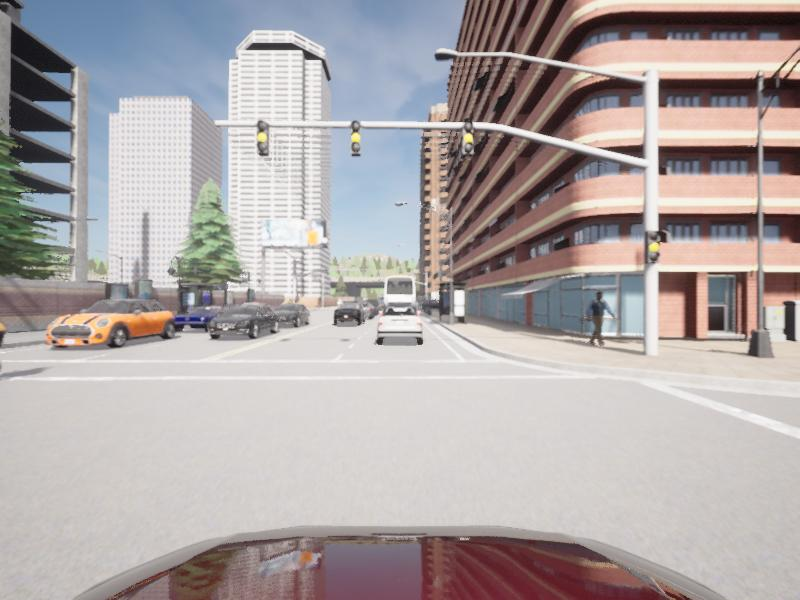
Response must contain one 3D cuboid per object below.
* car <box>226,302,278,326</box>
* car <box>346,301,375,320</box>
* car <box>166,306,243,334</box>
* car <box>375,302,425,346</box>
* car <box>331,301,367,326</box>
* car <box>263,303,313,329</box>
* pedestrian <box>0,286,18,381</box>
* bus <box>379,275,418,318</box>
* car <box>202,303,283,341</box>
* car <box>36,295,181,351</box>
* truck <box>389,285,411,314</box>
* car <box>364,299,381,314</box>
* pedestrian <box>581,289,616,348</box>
[{"bbox_3d":[-10.509,0.922,28.902,1.882,1.535,5.008,0,0,0],"label":"car"},{"bbox_3d":[-3.514,0.903,36.840,2.242,1.667,4.611,0,0,0],"label":"car"},{"bbox_3d":[-10.508,1.019,21.971,1.895,1.301,4.718,0,0,0],"label":"car"},{"bbox_3d":[-0.002,0.874,16.597,1.851,1.617,3.988,0,0,0],"label":"car"},{"bbox_3d":[-3.522,0.890,28.705,1.930,1.638,5.238,0,0,0],"label":"car"},{"bbox_3d":[-7.009,0.943,25.671,1.837,1.490,4.892,0,0,0],"label":"car"},{"bbox_3d":[-8.241,0.656,7.880,0.751,1.860,0.751,0,0,-12],"label":"pedestrian"},{"bbox_3d":[-0.134,-0.345,45.659,3.944,4.253,10.273,0,0,0],"label":"bus"},{"bbox_3d":[-7.004,0.917,18.462,1.837,1.490,4.892,0,0,0],"label":"car"},{"bbox_3d":[-10.504,0.745,14.969,2.097,1.767,4.553,0,0,0],"label":"car"},{"bbox_3d":[0.097,-0.085,58.182,2.891,3.827,8.468,0,0,1],"label":"truck"},{"bbox_3d":[-3.519,0.847,51.712,1.905,1.878,3.866,0,0,0],"label":"car"},{"bbox_3d":[6.434,0.577,13.005,0.751,1.860,0.751,0,0,0],"label":"pedestrian"}]
